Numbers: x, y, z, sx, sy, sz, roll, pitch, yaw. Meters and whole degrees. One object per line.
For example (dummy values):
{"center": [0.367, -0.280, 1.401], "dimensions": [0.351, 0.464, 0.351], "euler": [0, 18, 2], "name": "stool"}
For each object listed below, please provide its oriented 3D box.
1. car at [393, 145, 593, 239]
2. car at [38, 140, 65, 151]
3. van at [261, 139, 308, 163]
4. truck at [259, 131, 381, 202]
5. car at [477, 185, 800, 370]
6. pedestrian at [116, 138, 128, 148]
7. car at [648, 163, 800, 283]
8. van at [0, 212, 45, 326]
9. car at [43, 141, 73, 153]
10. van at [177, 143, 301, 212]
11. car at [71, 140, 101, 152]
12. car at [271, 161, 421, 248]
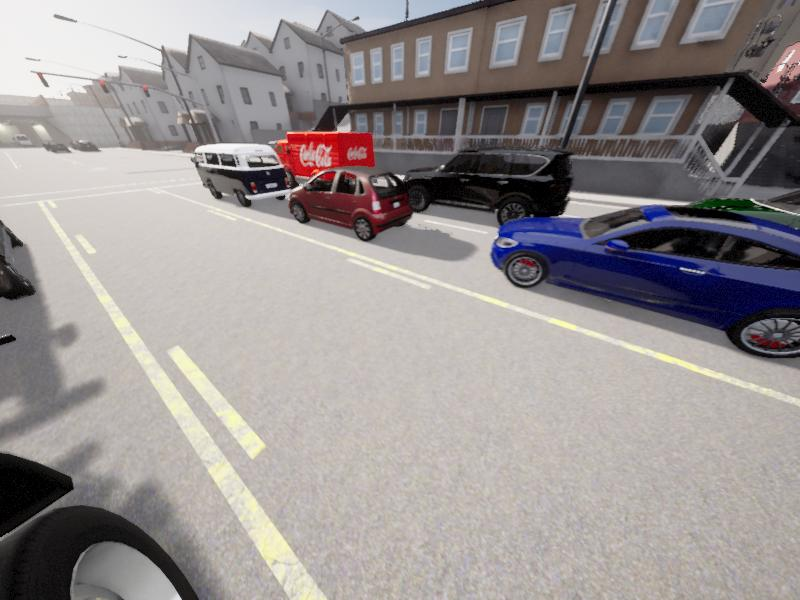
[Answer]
{"center": [2.651, -3.954, 7.825], "dimensions": [5.566, 2.045, 2.150], "euler": [22, 41, 28], "name": "car"}
{"center": [-65.237, -28.900, 43.183], "dimensions": [5.238, 1.638, 1.930], "euler": [22, 40, 28], "name": "car"}
{"center": [-13.958, -18.296, 28.253], "dimensions": [1.775, 1.987, 4.442], "euler": [23, 45, 28], "name": "van"}
{"center": [-3.849, -6.695, 11.311], "dimensions": [5.204, 2.467, 2.627], "euler": [23, 41, 29], "name": "truck"}
{"center": [3.993, -0.718, 3.745], "dimensions": [4.674, 1.442, 1.812], "euler": [22, 41, 28], "name": "car"}
{"center": [-60.599, -34.272, 50.386], "dimensions": [0.751, 1.860, 0.751], "euler": [-16, 38, -22], "name": "pedestrian"}
{"center": [8.587, -1.456, 4.532], "dimensions": [4.553, 1.767, 2.097], "euler": [22, 40, 28], "name": "car"}
{"center": [-8.607, -1.380, 3.626], "dimensions": [5.915, 2.561, 1.988], "euler": [22, 41, 28], "name": "van"}
{"center": [-57.554, -25.717, 38.846], "dimensions": [4.514, 1.525, 2.007], "euler": [22, 40, 28], "name": "car"}
{"center": [-6.651, -5.290, 9.656], "dimensions": [4.480, 2.038, 2.069], "euler": [22, 40, 28], "name": "van"}
{"center": [-57.277, -28.088, 42.164], "dimensions": [4.611, 1.667, 2.242], "euler": [22, 40, 28], "name": "car"}
{"center": [-1.621, -3.071, 6.912], "dimensions": [3.988, 1.617, 1.851], "euler": [22, 40, 28], "name": "car"}
